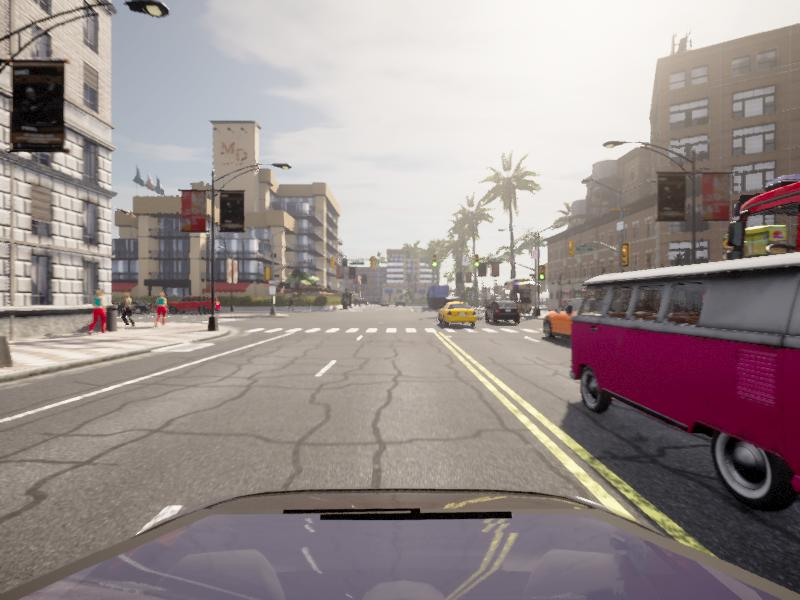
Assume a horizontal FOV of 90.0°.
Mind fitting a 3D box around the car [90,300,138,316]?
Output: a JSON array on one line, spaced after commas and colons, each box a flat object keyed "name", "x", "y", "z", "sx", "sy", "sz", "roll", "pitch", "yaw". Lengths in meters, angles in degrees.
[{"name": "car", "x": -29.697, "y": 0.816, "z": 41.585, "sx": 3.705, "sy": 1.549, "sz": 1.789, "roll": 0, "pitch": 0, "yaw": 0}]

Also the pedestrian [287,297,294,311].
[{"name": "pedestrian", "x": -14.524, "y": 0.487, "z": 53.209, "sx": 0.751, "sy": 1.860, "sz": 0.751, "roll": 0, "pitch": 0, "yaw": -24}]

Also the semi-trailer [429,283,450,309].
[{"name": "semi-trailer", "x": 7.153, "y": -0.615, "z": 75.241, "sx": 2.717, "sy": 4.402, "sz": 14.254, "roll": 0, "pitch": 0, "yaw": 1}]

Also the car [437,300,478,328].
[{"name": "car", "x": 3.552, "y": 0.802, "z": 25.516, "sx": 1.801, "sy": 1.575, "sz": 5.366, "roll": 0, "pitch": 0, "yaw": -1}]

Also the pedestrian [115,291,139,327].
[{"name": "pedestrian", "x": -14.385, "y": 0.486, "z": 21.106, "sx": 0.751, "sy": 1.860, "sz": 0.751, "roll": 0, "pitch": 0, "yaw": 4}]

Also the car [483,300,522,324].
[{"name": "car", "x": 7.087, "y": 0.817, "z": 27.976, "sx": 1.789, "sy": 1.549, "sz": 3.705, "roll": 0, "pitch": 0, "yaw": 0}]

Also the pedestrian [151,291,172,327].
[{"name": "pedestrian", "x": -12.599, "y": 0.486, "z": 21.143, "sx": 0.751, "sy": 1.860, "sz": 0.751, "roll": 0, "pitch": 0, "yaw": -8}]

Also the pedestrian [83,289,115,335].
[{"name": "pedestrian", "x": -12.307, "y": 0.486, "z": 16.378, "sx": 0.751, "sy": 1.860, "sz": 0.751, "roll": 0, "pitch": 0, "yaw": 1}]

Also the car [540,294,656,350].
[{"name": "car", "x": 7.050, "y": 0.695, "z": 14.908, "sx": 2.097, "sy": 1.767, "sz": 4.553, "roll": 0, "pitch": 0, "yaw": 0}]

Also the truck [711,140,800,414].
[{"name": "truck", "x": 6.981, "y": -0.321, "z": 2.961, "sx": 2.891, "sy": 3.827, "sz": 8.468, "roll": 0, "pitch": 0, "yaw": 1}]

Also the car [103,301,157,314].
[{"name": "car", "x": -30.348, "y": 0.846, "z": 45.082, "sx": 4.892, "sy": 1.490, "sz": 1.837, "roll": 0, "pitch": 0, "yaw": 0}]

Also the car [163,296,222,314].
[{"name": "car", "x": -23.307, "y": 0.570, "z": 45.138, "sx": 5.566, "sy": 2.045, "sz": 2.150, "roll": 0, "pitch": 0, "yaw": -1}]

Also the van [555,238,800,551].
[{"name": "van", "x": 3.460, "y": 0.599, "z": 4.498, "sx": 1.775, "sy": 1.987, "sz": 4.442, "roll": 0, "pitch": 0, "yaw": 1}]
